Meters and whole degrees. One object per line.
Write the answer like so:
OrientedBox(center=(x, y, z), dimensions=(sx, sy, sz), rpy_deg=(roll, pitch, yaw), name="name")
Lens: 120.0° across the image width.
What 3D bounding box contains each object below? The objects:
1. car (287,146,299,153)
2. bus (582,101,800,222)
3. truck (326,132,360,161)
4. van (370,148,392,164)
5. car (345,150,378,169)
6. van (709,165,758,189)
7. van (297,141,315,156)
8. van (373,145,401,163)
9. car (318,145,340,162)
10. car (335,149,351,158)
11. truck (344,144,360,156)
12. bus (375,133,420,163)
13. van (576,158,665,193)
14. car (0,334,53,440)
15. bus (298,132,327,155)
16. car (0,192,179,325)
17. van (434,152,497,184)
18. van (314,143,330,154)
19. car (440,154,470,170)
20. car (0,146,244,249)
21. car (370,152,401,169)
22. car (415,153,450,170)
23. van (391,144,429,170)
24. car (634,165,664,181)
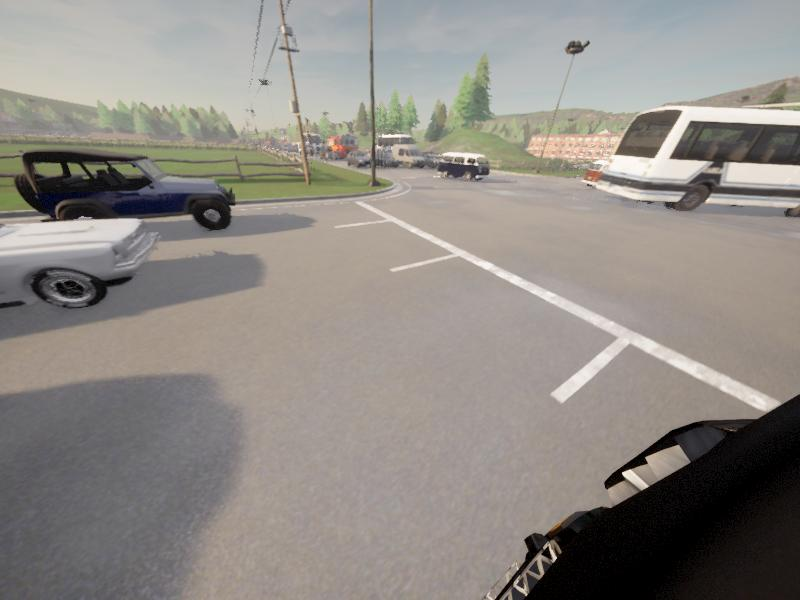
OrientedBox(center=(-28.536, -40.279, 61.739), dimensions=(1.994, 1.385, 4.181), rpy_deg=(-16, 38, -26), name="car")
OrientedBox(center=(16.819, -6.962, 11.883), dimensions=(10.273, 4.253, 3.944), rpy_deg=(4, 35, 1), name="bus")
OrientedBox(center=(-10.016, -26.793, 40.412), dimensions=(2.891, 3.827, 8.468), rpy_deg=(-16, 38, -26), name="truck")
OrientedBox(center=(-3.070, -22.961, 36.777), dimensions=(1.775, 1.987, 4.442), rpy_deg=(-16, 37, -26), name="van")
OrientedBox(center=(-4.652, -16.649, 27.375), dimensions=(2.242, 1.667, 4.611), rpy_deg=(-16, 38, -26), name="car")
OrientedBox(center=(37.124, -13.888, 25.917), dimensions=(1.775, 1.987, 4.442), rpy_deg=(28, 41, 32), name="van")
OrientedBox(center=(-20.017, -32.304, 49.216), dimensions=(1.988, 2.561, 5.915), rpy_deg=(-16, 37, -26), name="van")
OrientedBox(center=(-2.447, -26.410, 41.647), dimensions=(2.351, 2.431, 6.366), rpy_deg=(-16, 37, -26), name="van")
OrientedBox(center=(-11.415, -23.472, 37.018), dimensions=(1.932, 1.855, 4.605), rpy_deg=(-16, 41, -26), name="car")
OrientedBox(center=(-12.502, -32.106, 50.453), dimensions=(1.812, 1.442, 4.674), rpy_deg=(-16, 37, -26), name="car")
OrientedBox(center=(-13.058, -40.859, 62.750), dimensions=(2.627, 2.467, 5.204), rpy_deg=(-16, 38, -26), name="truck")
OrientedBox(center=(-0.805, -29.583, 44.920), dimensions=(3.944, 4.253, 10.273), rpy_deg=(-16, 38, -26), name="bus")
OrientedBox(center=(17.557, -10.068, 18.665), dimensions=(4.480, 2.038, 2.069), rpy_deg=(2, 35, 0), name="van")
OrientedBox(center=(-5.180, 1.219, 0.245), dimensions=(4.611, 1.667, 2.242), rpy_deg=(-14, 37, -24), name="car")
OrientedBox(center=(-21.977, -39.018, 57.691), dimensions=(3.944, 4.253, 10.273), rpy_deg=(-16, 38, -26), name="bus")
OrientedBox(center=(-6.461, -0.481, 3.070), dimensions=(4.718, 1.301, 1.895), rpy_deg=(-16, 38, -26), name="car")
OrientedBox(center=(5.392, -11.336, 19.708), dimensions=(2.069, 2.038, 4.480), rpy_deg=(-23, 41, -33), name="van")
OrientedBox(center=(-21.102, -41.091, 62.556), dimensions=(2.351, 2.431, 6.366), rpy_deg=(-16, 38, -26), name="van")
OrientedBox(center=(7.789, -19.743, 33.023), dimensions=(1.851, 1.617, 3.988), rpy_deg=(-16, 38, -26), name="car")
OrientedBox(center=(-6.731, -2.876, 6.143), dimensions=(3.866, 1.878, 1.905), rpy_deg=(-16, 38, -26), name="car")
OrientedBox(center=(-1.899, -17.709, 29.337), dimensions=(1.837, 1.490, 4.892), rpy_deg=(-16, 38, -26), name="car")
OrientedBox(center=(4.354, -19.296, 32.084), dimensions=(2.152, 1.651, 5.027), rpy_deg=(-16, 38, -26), name="car")
OrientedBox(center=(1.138, -19.017, 30.594), dimensions=(1.988, 2.561, 5.915), rpy_deg=(-16, 38, -26), name="van")
OrientedBox(center=(32.285, -16.566, 30.086), dimensions=(2.163, 1.488, 4.792), rpy_deg=(27, 41, 32), name="car")
